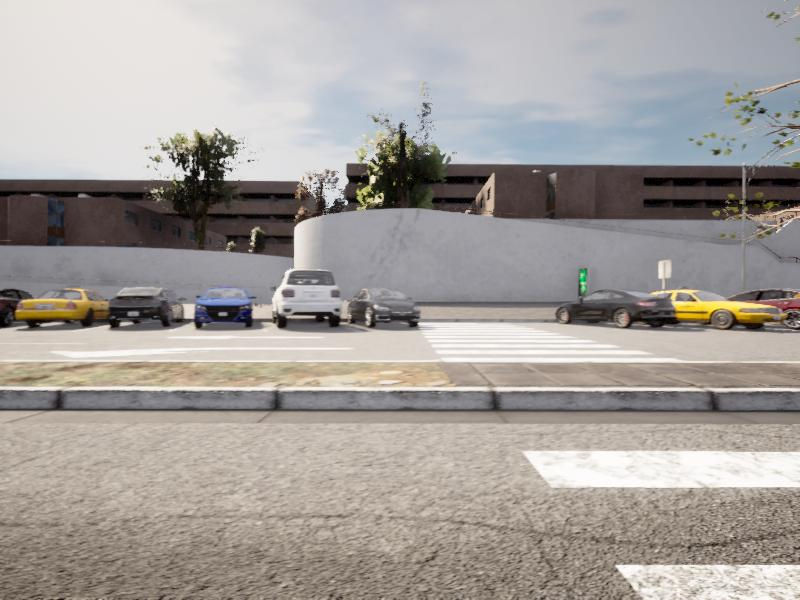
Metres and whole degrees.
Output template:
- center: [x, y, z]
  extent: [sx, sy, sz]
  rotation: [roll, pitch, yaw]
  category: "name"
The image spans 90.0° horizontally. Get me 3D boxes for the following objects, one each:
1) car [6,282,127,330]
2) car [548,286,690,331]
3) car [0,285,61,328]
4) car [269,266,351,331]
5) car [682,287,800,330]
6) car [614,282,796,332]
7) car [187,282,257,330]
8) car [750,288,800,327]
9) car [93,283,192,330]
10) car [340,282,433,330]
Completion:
- center: [-12.748, 0.231, 15.786]
  extent: [1.946, 1.575, 5.366]
  rotation: [0, -1, -20]
  category: "car"
- center: [8.191, 0.298, 15.576]
  extent: [2.002, 1.452, 4.674]
  rotation: [0, -1, -20]
  category: "car"
- center: [-15.678, 0.266, 15.643]
  extent: [2.163, 1.488, 4.792]
  rotation: [0, -1, -20]
  category: "car"
- center: [-3.750, -0.022, 15.628]
  extent: [2.435, 2.045, 5.566]
  rotation: [0, -1, -20]
  category: "car"
- center: [14.144, 0.317, 15.597]
  extent: [2.163, 1.488, 4.792]
  rotation: [0, -1, -20]
  category: "car"
- center: [11.240, 0.266, 15.403]
  extent: [1.946, 1.575, 5.366]
  rotation: [1, -1, -20]
  category: "car"
- center: [-6.715, 0.228, 15.609]
  extent: [2.097, 1.535, 5.008]
  rotation: [1, -1, -20]
  category: "car"
- center: [17.206, 0.298, 15.393]
  extent: [1.946, 1.575, 5.366]
  rotation: [1, -1, -20]
  category: "car"
- center: [-9.700, 0.231, 15.601]
  extent: [2.231, 1.521, 4.892]
  rotation: [0, -1, -20]
  category: "car"
- center: [-0.749, 0.235, 15.604]
  extent: [2.231, 1.521, 4.892]
  rotation: [1, -1, -20]
  category: "car"
